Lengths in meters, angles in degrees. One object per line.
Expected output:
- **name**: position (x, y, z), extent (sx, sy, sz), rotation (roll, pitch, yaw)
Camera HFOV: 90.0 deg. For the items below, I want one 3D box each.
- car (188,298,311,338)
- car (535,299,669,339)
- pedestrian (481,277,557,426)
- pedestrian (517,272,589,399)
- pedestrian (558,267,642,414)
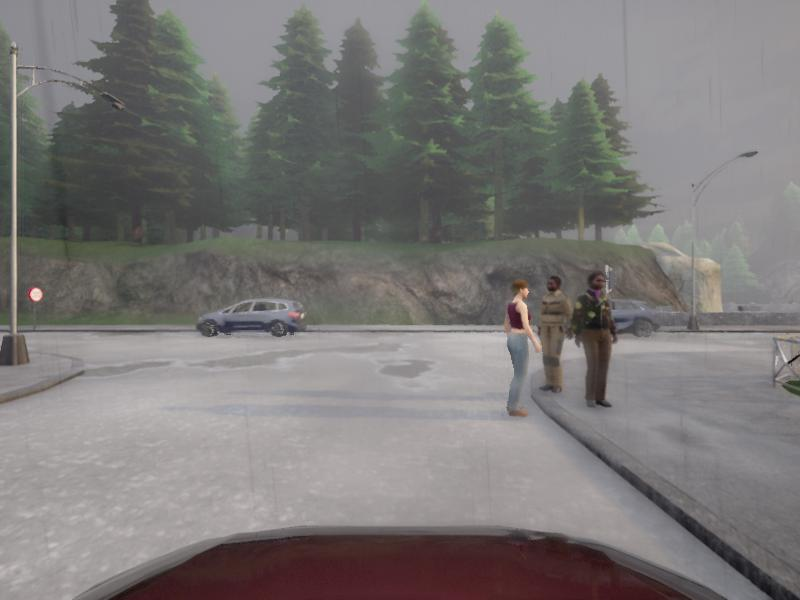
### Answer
- **car**: position (-6.502, 0.762, 17.755), extent (4.611, 1.667, 2.242), rotation (0, 0, 1)
- **car**: position (8.652, 0.784, 17.408), extent (4.856, 1.649, 2.033), rotation (0, -1, -4)
- **pedestrian**: position (1.571, 0.639, 5.404), extent (0.751, 1.860, 0.751), rotation (0, 0, -7)
- **pedestrian**: position (2.415, 0.518, 6.343), extent (0.751, 1.860, 0.751), rotation (0, 0, -31)
- **pedestrian**: position (2.691, 0.518, 5.462), extent (0.751, 1.860, 0.751), rotation (0, 0, -3)
